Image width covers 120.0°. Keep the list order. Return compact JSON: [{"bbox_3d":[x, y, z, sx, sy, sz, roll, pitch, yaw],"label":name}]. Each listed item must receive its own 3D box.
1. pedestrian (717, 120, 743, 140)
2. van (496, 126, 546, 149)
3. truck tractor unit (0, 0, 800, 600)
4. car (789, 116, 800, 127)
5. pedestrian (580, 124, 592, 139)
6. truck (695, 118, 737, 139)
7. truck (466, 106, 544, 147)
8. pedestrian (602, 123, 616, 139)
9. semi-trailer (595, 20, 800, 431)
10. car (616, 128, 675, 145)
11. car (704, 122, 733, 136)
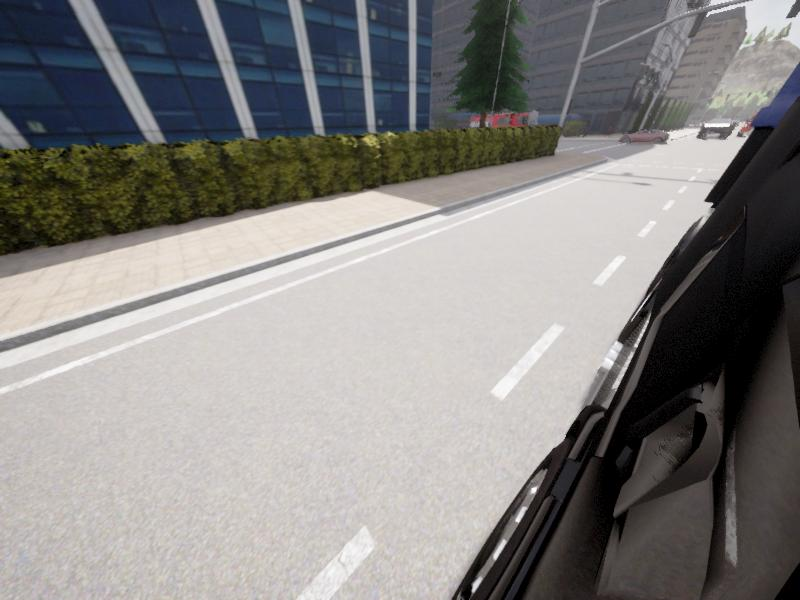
[{"bbox_3d":[38.674,-19.908,27.094,0.751,1.860,0.751,-16,39,-18],"label":"pedestrian"},{"bbox_3d":[13.812,-18.694,26.609,1.775,1.987,4.442,-28,44,-31],"label":"van"},{"bbox_3d":[2.645,-0.295,0.351,6.516,4.208,3.053,-28,44,-30],"label":"truck tractor unit"},{"bbox_3d":[91.550,-40.723,52.553,5.566,2.045,2.150,-28,43,-30],"label":"car"},{"bbox_3d":[28.101,-25.493,34.932,0.751,1.860,0.751,25,44,32],"label":"pedestrian"},{"bbox_3d":[42.898,-23.329,31.363,6.274,2.098,2.390,-27,43,-30],"label":"truck"},{"bbox_3d":[13.437,-22.838,30.699,2.891,3.827,8.468,-28,44,-31],"label":"truck"},{"bbox_3d":[30.782,-24.910,34.009,0.751,1.860,0.751,-28,43,-30],"label":"pedestrian"},{"bbox_3d":[8.863,-3.446,4.118,14.254,4.402,2.717,-26,42,-28],"label":"semi-trailer"},{"bbox_3d":[27.892,-18.633,26.352,1.994,1.385,4.181,-28,44,-31],"label":"car"},{"bbox_3d":[48.921,-26.239,35.448,5.366,1.575,1.801,-27,43,-30],"label":"car"}]
